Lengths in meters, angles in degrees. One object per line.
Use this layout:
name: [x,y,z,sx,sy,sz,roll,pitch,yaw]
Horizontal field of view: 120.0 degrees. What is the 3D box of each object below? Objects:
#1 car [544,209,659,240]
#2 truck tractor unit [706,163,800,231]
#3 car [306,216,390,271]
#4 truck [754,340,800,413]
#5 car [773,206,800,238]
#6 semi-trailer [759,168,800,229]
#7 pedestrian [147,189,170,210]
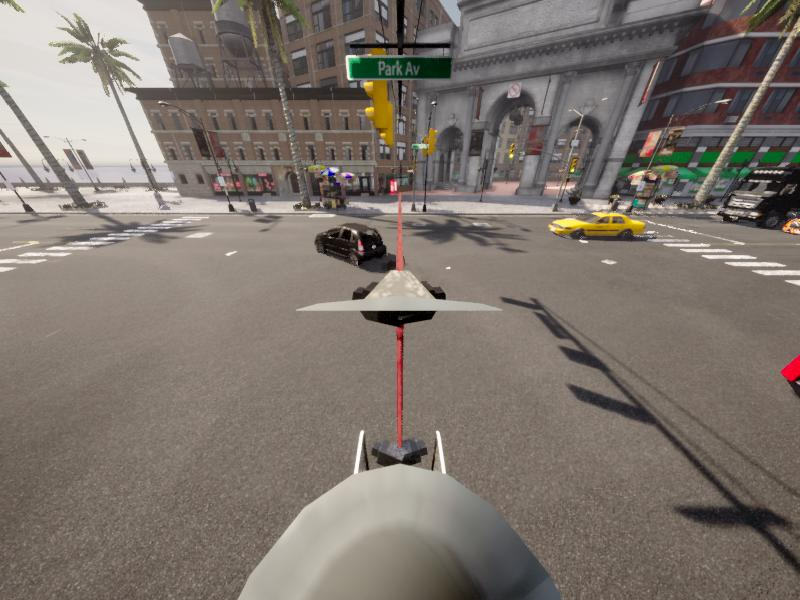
car: [12.720,-4.919,14.945,5.366,1.575,1.801,0,30,0]
truck tractor unit: [28.930,-7.599,16.945,6.516,4.208,3.053,2,30,2]
car: [-2.623,-3.002,11.597,3.988,1.617,1.851,23,37,34]
truck: [8.272,2.304,0.189,2.891,3.827,8.468,5,30,9]
car: [28.296,-4.920,14.731,4.553,1.767,2.097,0,30,1]
semi-trailer: [36.838,-7.543,16.653,14.254,4.402,2.717,1,30,2]
pedestrian: [-24.495,-10.215,23.485,0.751,1.860,0.751,8,31,13]
